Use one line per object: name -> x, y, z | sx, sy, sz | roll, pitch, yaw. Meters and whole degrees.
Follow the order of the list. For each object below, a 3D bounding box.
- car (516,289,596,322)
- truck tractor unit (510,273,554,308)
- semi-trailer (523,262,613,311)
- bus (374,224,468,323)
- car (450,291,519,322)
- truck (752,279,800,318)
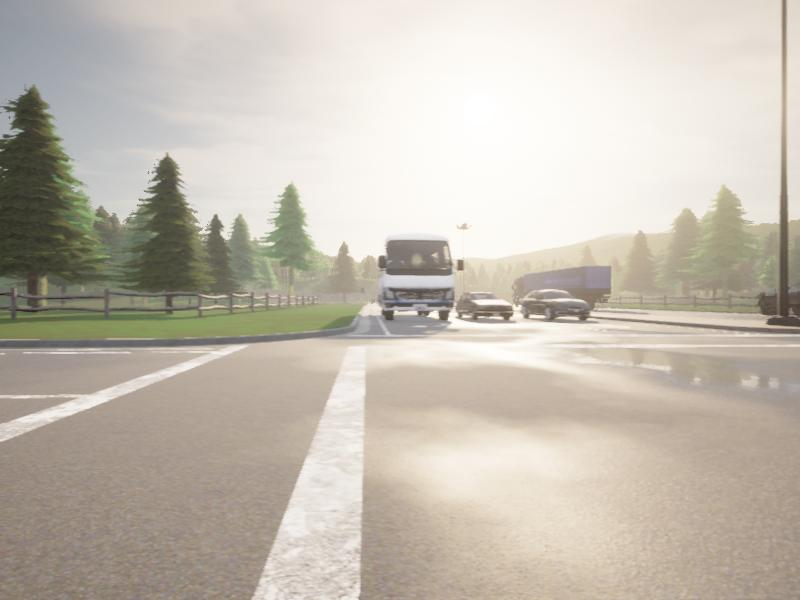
car -> 7.688, 0.238, 20.297 | 1.837, 1.490, 4.892 | 0, 0, -5
truck tractor unit -> 16.727, -1.137, 51.213 | 3.053, 4.208, 6.516 | 0, 0, -4
semi-trailer -> 17.379, -1.231, 43.324 | 2.717, 4.402, 14.254 | 0, 0, -5
bus -> 0.607, -1.144, 22.484 | 3.944, 4.253, 10.273 | 0, 0, -5
car -> 4.142, 0.287, 20.692 | 2.033, 1.411, 5.357 | 0, 0, -5
truck -> 22.675, -0.060, 21.061 | 2.390, 2.098, 6.274 | 0, 0, -5
